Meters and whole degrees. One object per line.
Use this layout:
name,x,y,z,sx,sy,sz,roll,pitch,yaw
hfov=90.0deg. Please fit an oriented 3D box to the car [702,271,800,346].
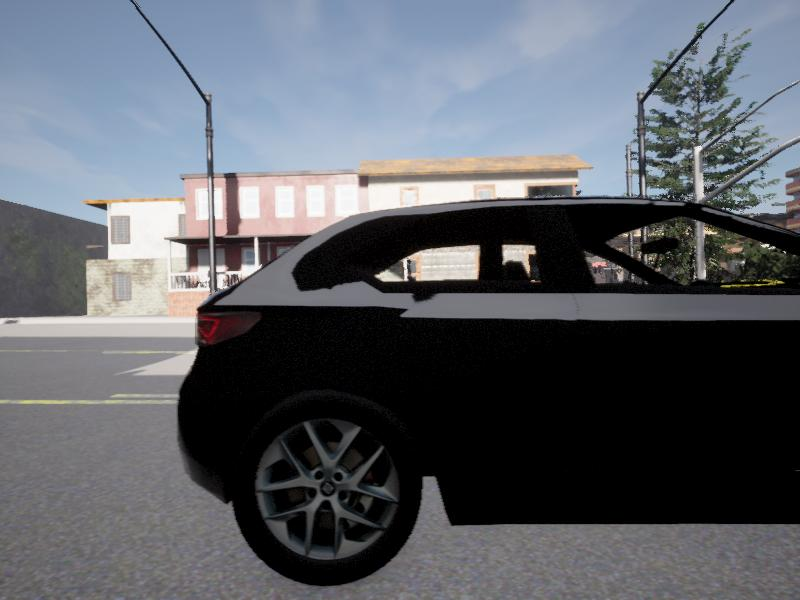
car,10.164,0.168,9.187,5.008,1.535,1.882,0,0,0

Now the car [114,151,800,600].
car,1.170,0.253,2.202,4.193,1.474,1.816,0,0,0

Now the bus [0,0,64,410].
bus,-8.745,-1.146,2.325,10.273,4.253,3.944,0,0,0
